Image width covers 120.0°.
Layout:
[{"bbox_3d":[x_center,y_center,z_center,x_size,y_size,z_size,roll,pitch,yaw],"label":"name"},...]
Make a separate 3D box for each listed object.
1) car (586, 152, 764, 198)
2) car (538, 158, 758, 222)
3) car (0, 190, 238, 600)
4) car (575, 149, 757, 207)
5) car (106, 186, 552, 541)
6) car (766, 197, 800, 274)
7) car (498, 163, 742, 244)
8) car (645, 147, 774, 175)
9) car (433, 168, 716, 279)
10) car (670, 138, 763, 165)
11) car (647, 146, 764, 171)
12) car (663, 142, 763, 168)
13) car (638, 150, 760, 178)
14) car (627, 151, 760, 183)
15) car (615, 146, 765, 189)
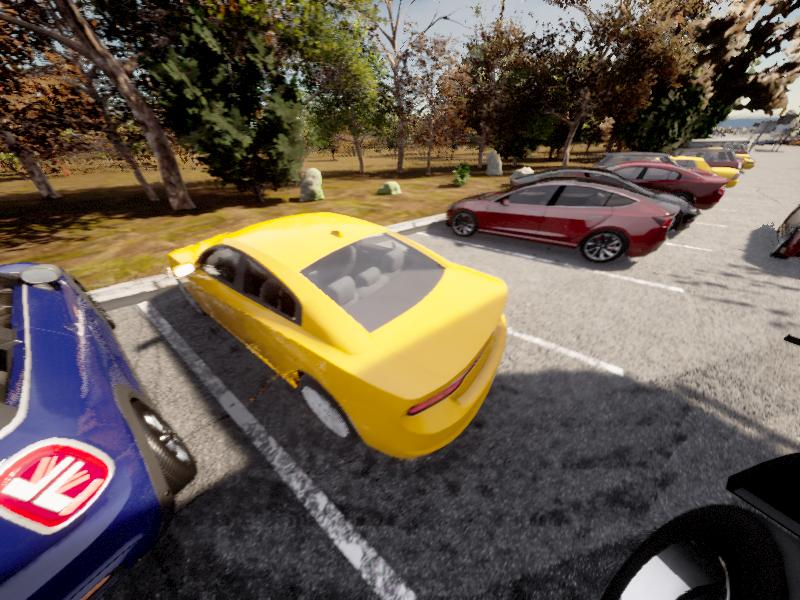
[{"bbox_3d":[12.931,-6.440,11.620,5.366,1.575,1.946,20,40,27],"label":"car"},{"bbox_3d":[8.346,-4.321,8.650,5.008,1.535,2.097,20,40,28],"label":"car"},{"bbox_3d":[-3.687,0.595,1.558,4.553,1.767,2.185,21,41,29],"label":"car"},{"bbox_3d":[10.695,-5.464,10.038,4.553,1.767,2.185,20,39,28],"label":"car"},{"bbox_3d":[-1.274,-0.296,3.021,5.008,1.535,2.097,21,41,29],"label":"car"},{"bbox_3d":[10.001,-1.546,4.827,4.181,1.385,1.994,-23,41,-29],"label":"car"},{"bbox_3d":[5.983,-3.275,7.237,4.792,1.488,2.163,21,40,28],"label":"car"},{"bbox_3d":[22.611,-10.551,17.364,5.366,1.575,1.946,19,39,26],"label":"car"},{"bbox_3d":[3.523,-2.281,5.849,4.792,1.488,2.163,21,40,28],"label":"car"},{"bbox_3d":[29.459,-13.996,21.812,4.442,1.987,1.878,18,39,25],"label":"car"},{"bbox_3d":[24.607,-11.727,19.026,5.366,1.575,1.946,18,39,26],"label":"car"},{"bbox_3d":[27.096,-12.846,20.375,4.553,1.767,2.185,18,39,26],"label":"car"},{"bbox_3d":[20.129,-9.498,15.971,4.674,1.452,2.002,19,39,26],"label":"car"},{"bbox_3d":[17.795,-8.440,14.488,4.674,1.452,2.002,19,40,27],"label":"car"},{"bbox_3d":[15.469,-7.518,12.910,4.553,1.767,2.185,19,40,27],"label":"car"}]
